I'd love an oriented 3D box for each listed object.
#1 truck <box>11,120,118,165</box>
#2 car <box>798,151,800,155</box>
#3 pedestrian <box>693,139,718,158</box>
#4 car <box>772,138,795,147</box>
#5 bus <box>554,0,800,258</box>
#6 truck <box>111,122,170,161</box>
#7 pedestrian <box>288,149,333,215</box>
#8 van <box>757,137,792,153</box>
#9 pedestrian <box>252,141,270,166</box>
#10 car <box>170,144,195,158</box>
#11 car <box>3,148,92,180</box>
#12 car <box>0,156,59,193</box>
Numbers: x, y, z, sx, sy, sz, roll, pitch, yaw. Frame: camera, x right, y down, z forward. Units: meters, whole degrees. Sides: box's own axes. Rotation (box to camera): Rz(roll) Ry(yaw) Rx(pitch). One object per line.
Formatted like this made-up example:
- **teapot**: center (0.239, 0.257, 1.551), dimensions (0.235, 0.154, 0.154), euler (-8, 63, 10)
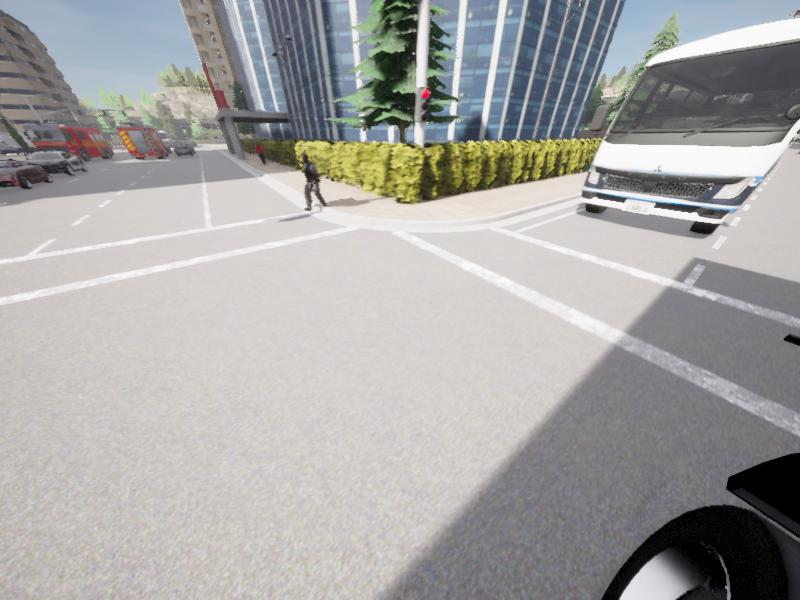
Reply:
- **truck**: center (-38.863, -18.779, 27.513), dimensions (2.891, 3.827, 8.468), euler (-16, 38, -21)
- **car**: center (56.640, -20.734, 31.551), dimensions (4.674, 1.442, 1.812), euler (-22, 41, -28)
- **pedestrian**: center (36.450, -18.111, 27.560), dimensions (0.751, 1.860, 0.751), euler (-5, 35, -7)
- **car**: center (86.945, -35.736, 52.379), dimensions (4.856, 1.649, 2.033), euler (-22, 41, -28)
- **bus**: center (10.555, -5.335, 7.687), dimensions (10.273, 4.253, 3.944), euler (-22, 41, -28)
- **truck**: center (-33.808, -20.963, 30.567), dimensions (2.891, 3.827, 8.468), euler (-23, 41, -28)
- **pedestrian**: center (-2.974, -3.979, 7.832), dimensions (0.751, 1.860, 0.751), euler (25, 42, 31)
- **van**: center (57.533, -23.871, 35.519), dimensions (4.442, 1.987, 1.775), euler (-20, 40, -26)
- **pedestrian**: center (-12.280, -12.959, 20.445), dimensions (0.751, 1.860, 0.751), euler (-20, 40, -25)
- **car**: center (-32.409, -22.365, 34.547), dimensions (2.128, 1.511, 4.902), euler (-23, 41, -28)
- **car**: center (-26.037, -10.369, 17.386), dimensions (1.930, 1.638, 5.238), euler (-23, 41, -28)
- **car**: center (-21.962, -7.001, 12.818), dimensions (1.994, 1.385, 4.181), euler (-22, 40, -27)
